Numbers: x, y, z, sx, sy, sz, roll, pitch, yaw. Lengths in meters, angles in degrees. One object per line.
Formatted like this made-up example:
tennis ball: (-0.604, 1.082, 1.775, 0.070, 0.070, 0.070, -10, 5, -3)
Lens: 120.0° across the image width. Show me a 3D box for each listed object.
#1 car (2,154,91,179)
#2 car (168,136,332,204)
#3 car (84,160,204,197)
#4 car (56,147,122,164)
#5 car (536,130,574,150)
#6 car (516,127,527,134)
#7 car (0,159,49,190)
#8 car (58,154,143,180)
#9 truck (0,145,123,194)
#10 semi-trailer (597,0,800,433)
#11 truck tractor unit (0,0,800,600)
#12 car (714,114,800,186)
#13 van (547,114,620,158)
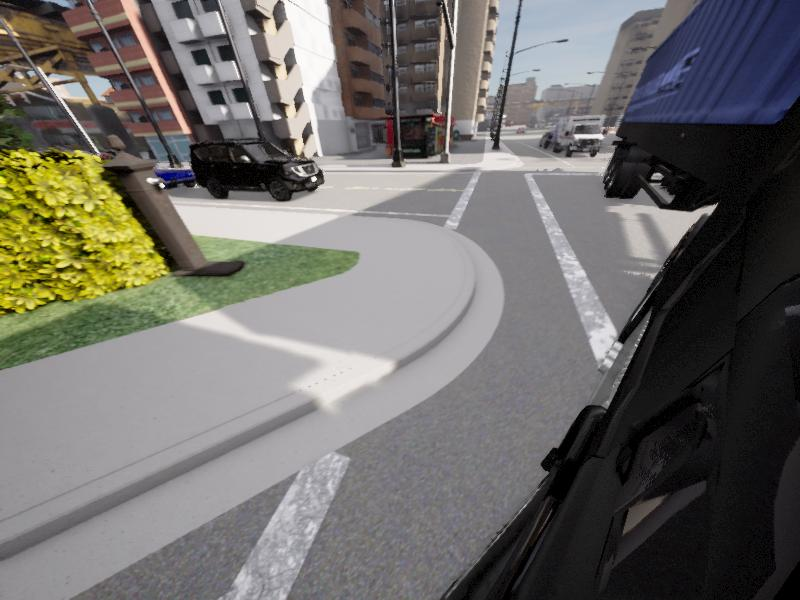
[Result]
car: (-29.225, -11.063, 19.200, 4.792, 1.488, 2.163, 8, 38, 14)
car: (-6.131, -5.561, 9.823, 5.566, 2.045, 2.150, 9, 38, 15)
car: (-13.117, -6.332, 11.947, 4.718, 1.301, 1.895, 9, 38, 15)
car: (-44.237, -20.795, 33.103, 1.930, 1.638, 5.238, 9, 38, 15)
car: (16.287, -17.119, 24.610, 2.128, 1.511, 4.902, 8, 37, 15)
car: (37.775, -52.870, 72.046, 2.242, 1.667, 4.611, 8, 39, 15)
car: (-27.663, -8.639, 15.847, 4.792, 1.488, 2.163, 9, 38, 15)
car: (-22.403, -10.009, 17.366, 4.674, 1.442, 1.812, 8, 38, 15)
truck: (-20.817, -7.846, 13.815, 6.274, 2.098, 2.390, 9, 38, 15)
semi-trailer: (7.352, -4.268, 5.219, 2.717, 4.402, 14.254, 20, 42, 27)
truck tractor unit: (2.645, -0.295, 0.351, 6.516, 4.208, 3.053, -28, 44, -30)
car: (15.343, -4.862, 7.510, 2.150, 2.045, 5.566, -7, 37, -6)
van: (14.024, -13.003, 18.324, 2.351, 2.431, 6.366, 9, 38, 15)
